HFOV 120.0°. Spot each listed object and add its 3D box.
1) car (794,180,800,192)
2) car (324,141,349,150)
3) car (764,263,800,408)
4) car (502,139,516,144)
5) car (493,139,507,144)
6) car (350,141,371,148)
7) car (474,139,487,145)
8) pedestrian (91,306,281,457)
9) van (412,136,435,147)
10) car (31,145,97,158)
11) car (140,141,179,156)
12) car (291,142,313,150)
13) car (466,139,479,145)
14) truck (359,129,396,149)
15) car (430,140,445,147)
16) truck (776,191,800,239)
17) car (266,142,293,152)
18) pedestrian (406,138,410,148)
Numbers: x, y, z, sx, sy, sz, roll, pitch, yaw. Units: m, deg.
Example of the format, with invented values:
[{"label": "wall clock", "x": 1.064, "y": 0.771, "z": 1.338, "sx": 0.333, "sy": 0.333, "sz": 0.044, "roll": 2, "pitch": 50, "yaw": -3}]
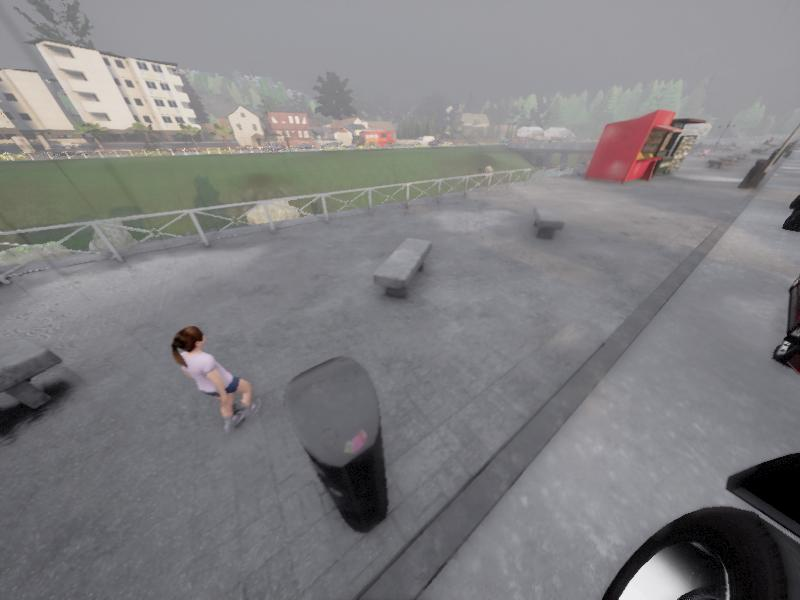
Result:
[{"label": "car", "x": 21.731, "y": -6.158, "z": 11.163, "sx": 4.902, "sy": 1.511, "sz": 2.128, "roll": -22, "pitch": 40, "yaw": -27}, {"label": "car", "x": -14.394, "y": -34.909, "z": 52.208, "sx": 4.792, "sy": 1.488, "sz": 2.163, "roll": -22, "pitch": 41, "yaw": -28}, {"label": "car", "x": 6.190, "y": 0.213, "z": 2.397, "sx": 4.181, "sy": 1.385, "sz": 1.994, "roll": -22, "pitch": 41, "yaw": -28}, {"label": "car", "x": 38.841, "y": -56.474, "z": 82.408, "sx": 4.674, "sy": 1.442, "sz": 1.812, "roll": -22, "pitch": 41, "yaw": -28}, {"label": "car", "x": 36.834, "y": -58.553, "z": 85.197, "sx": 4.856, "sy": 1.649, "sz": 2.033, "roll": -22, "pitch": 41, "yaw": -28}, {"label": "car", "x": -10.015, "y": -39.502, "z": 58.664, "sx": 4.892, "sy": 1.490, "sz": 1.837, "roll": -22, "pitch": 41, "yaw": -28}, {"label": "car", "x": 28.039, "y": -54.883, "z": 80.281, "sx": 3.806, "sy": 1.475, "sz": 1.970, "roll": -22, "pitch": 41, "yaw": -28}, {"label": "pedestrian", "x": -1.467, "y": 0.664, "z": 1.798, "sx": 0.500, "sy": 1.100, "sz": 0.500, "roll": 6, "pitch": 36, "yaw": 8}, {"label": "van", "x": 6.913, "y": -46.748, "z": 68.000, "sx": 6.366, "sy": 2.431, "sz": 2.351, "roll": -22, "pitch": 41, "yaw": -28}, {"label": "car", "x": -51.119, "y": -22.791, "z": 35.377, "sx": 5.357, "sy": 1.411, "sz": 2.033, "roll": -22, "pitch": 41, "yaw": -28}, {"label": "car", "x": -39.321, "y": -24.966, "z": 37.942, "sx": 3.866, "sy": 1.878, "sz": 1.905, "roll": -22, "pitch": 41, "yaw": -28}, {"label": "car", "x": -21.967, "y": -34.611, "z": 51.917, "sx": 3.806, "sy": 1.475, "sz": 1.970, "roll": -22, "pitch": 41, "yaw": -28}, {"label": "car", "x": 22.881, "y": -50.053, "z": 73.320, "sx": 3.633, "sy": 1.501, "sz": 1.845, "roll": -22, "pitch": 41, "yaw": -28}, {"label": "truck", "x": -5.424, "y": -39.502, "z": 56.610, "sx": 8.468, "sy": 3.827, "sz": 2.891, "roll": -22, "pitch": 41, "yaw": -28}, {"label": "car", "x": 10.798, "y": -45.137, "z": 66.476, "sx": 3.988, "sy": 1.617, "sz": 1.851, "roll": -22, "pitch": 41, "yaw": -28}, {"label": "truck", "x": 13.662, "y": -3.125, "z": 6.410, "sx": 6.274, "sy": 2.098, "sz": 2.390, "roll": -22, "pitch": 41, "yaw": -27}, {"label": "car", "x": -24.290, "y": -30.895, "z": 46.596, "sx": 4.193, "sy": 1.474, "sz": 1.816, "roll": -22, "pitch": 41, "yaw": -28}, {"label": "pedestrian", "x": 1.983, "y": -38.138, "z": 56.111, "sx": 0.751, "sy": 1.860, "sz": 0.751, "roll": -22, "pitch": 41, "yaw": -27}]
